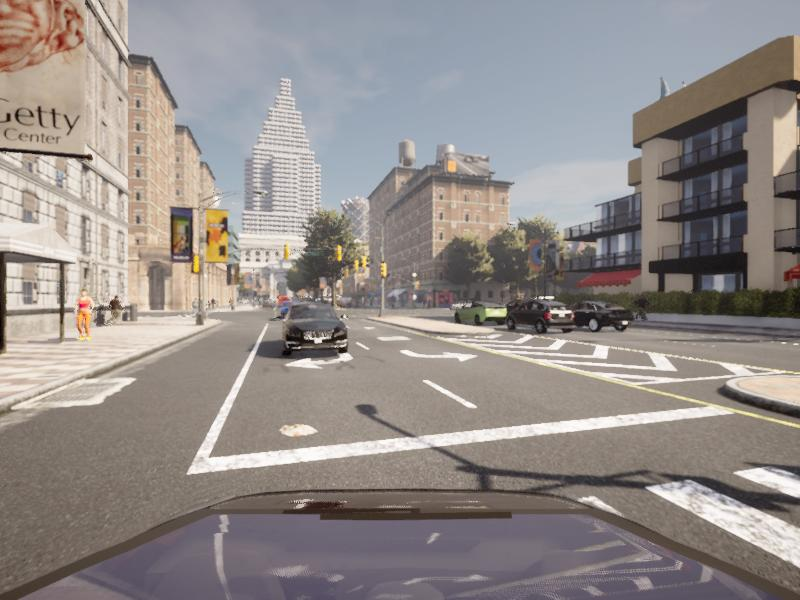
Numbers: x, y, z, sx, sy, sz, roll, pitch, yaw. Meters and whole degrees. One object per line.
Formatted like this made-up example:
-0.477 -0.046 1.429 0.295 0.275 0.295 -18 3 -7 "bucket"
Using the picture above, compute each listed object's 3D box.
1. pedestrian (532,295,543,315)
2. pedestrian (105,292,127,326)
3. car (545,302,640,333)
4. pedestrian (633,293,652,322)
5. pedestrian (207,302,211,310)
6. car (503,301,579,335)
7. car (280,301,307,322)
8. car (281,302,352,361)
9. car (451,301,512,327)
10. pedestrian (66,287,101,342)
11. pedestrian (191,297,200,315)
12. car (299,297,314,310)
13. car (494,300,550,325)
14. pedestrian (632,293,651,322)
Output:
13.036 0.477 37.967 0.751 1.860 0.751 0 0 -11 "pedestrian"
-15.782 0.485 22.244 0.751 1.860 0.751 0 0 -11 "pedestrian"
10.172 0.839 21.654 1.837 1.490 4.892 0 0 -17 "car"
15.568 0.478 25.692 0.751 1.860 0.751 0 0 -11 "pedestrian"
-28.037 0.862 58.766 0.500 1.100 0.500 0 0 -19 "pedestrian"
6.962 0.810 20.175 1.789 1.549 3.705 0 0 -17 "car"
-8.516 0.820 31.642 1.882 1.535 5.008 0 0 -17 "car"
-2.907 0.843 13.078 1.837 1.490 4.892 0 0 -17 "car"
5.167 0.824 26.092 2.007 1.525 4.514 0 0 -17 "car"
-10.907 0.485 13.810 0.751 1.860 0.751 0 0 -20 "pedestrian"
-22.224 0.637 43.528 0.751 1.860 0.751 0 0 -14 "pedestrian"
-15.918 0.565 68.233 2.150 2.045 5.566 0 0 -17 "car"
8.334 0.782 27.746 1.851 1.617 3.988 0 0 -17 "car"
16.027 0.478 26.537 0.751 1.860 0.751 0 0 -15 "pedestrian"
